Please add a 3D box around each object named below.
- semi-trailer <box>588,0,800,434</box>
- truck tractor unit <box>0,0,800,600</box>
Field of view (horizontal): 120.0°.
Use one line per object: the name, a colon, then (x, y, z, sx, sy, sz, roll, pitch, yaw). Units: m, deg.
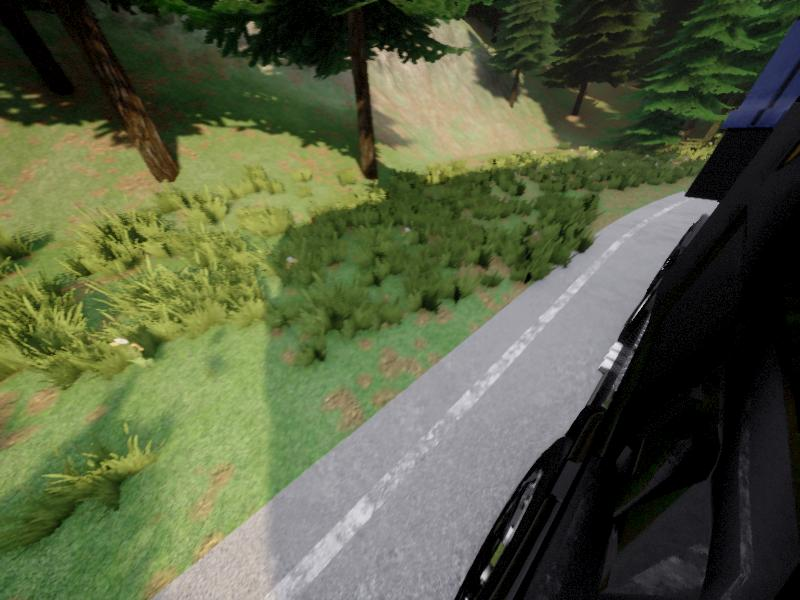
semi-trailer: (9.349, -3.049, 3.466, 14.254, 4.402, 2.717, -20, 40, -22)
truck tractor unit: (2.645, -0.295, 0.351, 6.516, 4.208, 3.053, -28, 44, -30)
